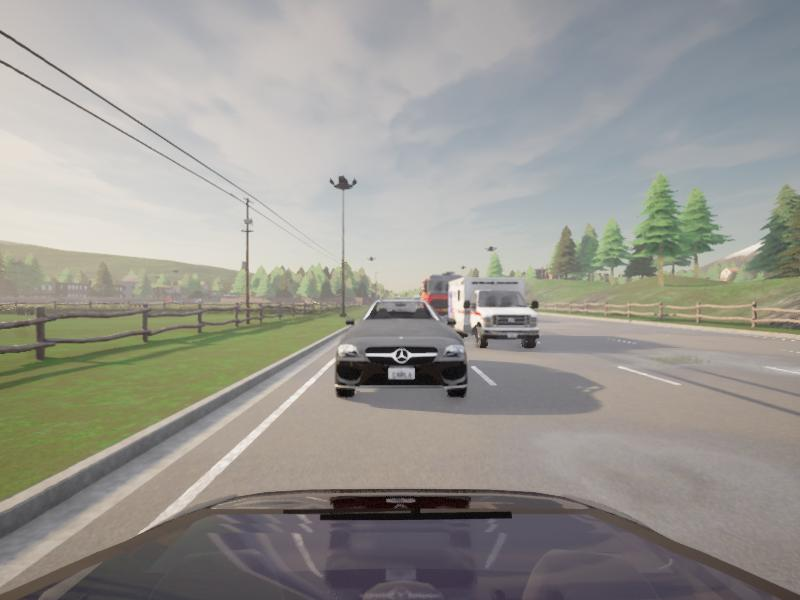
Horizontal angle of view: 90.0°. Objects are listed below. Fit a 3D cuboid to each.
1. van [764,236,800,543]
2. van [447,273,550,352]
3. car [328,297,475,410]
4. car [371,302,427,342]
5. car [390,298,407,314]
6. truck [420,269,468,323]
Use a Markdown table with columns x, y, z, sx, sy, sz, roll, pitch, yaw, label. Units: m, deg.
| x | y | z | sx | sy | sz | roll | pitch | yaw | label |
| --- | --- | --- | --- | --- | --- | --- | --- | --- | --- |
| 3.593 | 0.577 | 0.638 | 2.069 | 2.038 | 4.480 | 0 | -1 | 3 | van |
| 3.417 | 0.393 | 15.565 | 2.351 | 2.431 | 6.366 | 0 | 0 | -1 | van |
| 0.011 | 0.787 | 8.372 | 2.152 | 1.651 | 5.027 | 0 | 0 | 0 | car |
| -0.041 | 0.866 | 17.855 | 2.163 | 1.488 | 4.792 | 0 | 0 | 0 | car |
| -0.194 | 0.694 | 46.782 | 1.932 | 1.855 | 4.605 | 0 | 0 | 0 | car |
| 3.373 | -0.290 | 32.894 | 2.891 | 3.827 | 8.468 | 0 | 0 | 0 | truck |
